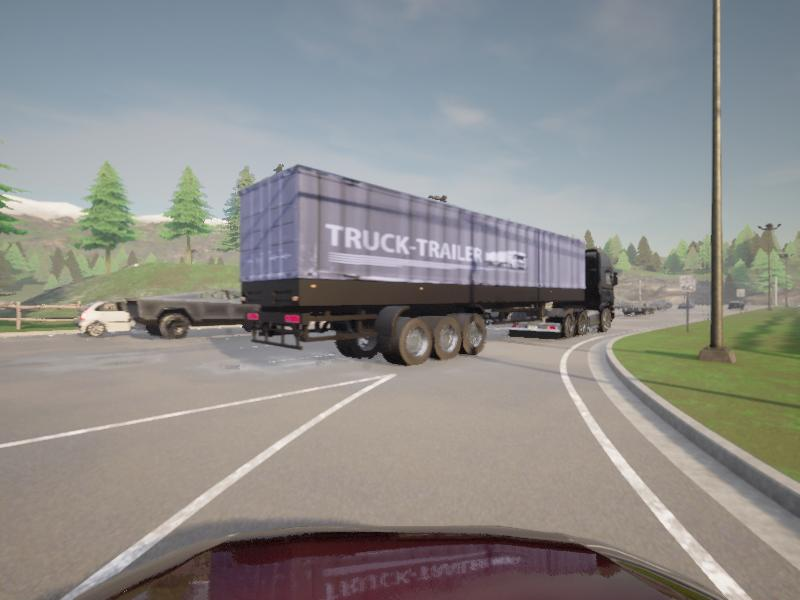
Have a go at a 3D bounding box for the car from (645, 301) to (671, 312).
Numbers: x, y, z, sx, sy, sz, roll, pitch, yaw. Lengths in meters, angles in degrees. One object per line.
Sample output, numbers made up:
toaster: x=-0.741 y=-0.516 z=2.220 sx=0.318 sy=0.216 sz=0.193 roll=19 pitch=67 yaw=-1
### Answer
car: x=37.898 y=0.931 z=58.720 sx=5.357 sy=1.411 sz=2.033 roll=0 pitch=0 yaw=-45

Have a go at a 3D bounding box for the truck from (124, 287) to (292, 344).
truck: x=-8.241 y=0.552 z=17.764 sx=6.274 sy=2.098 sz=2.390 roll=0 pitch=0 yaw=-45

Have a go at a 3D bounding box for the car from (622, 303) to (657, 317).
car: x=23.886 y=0.968 z=39.852 sx=4.718 sy=1.301 sz=1.895 roll=0 pitch=0 yaw=-45

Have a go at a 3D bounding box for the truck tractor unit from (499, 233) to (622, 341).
truck tractor unit: x=7.741 y=-0.511 z=18.846 sx=6.516 sy=4.208 sz=3.053 roll=0 pitch=0 yaw=-45

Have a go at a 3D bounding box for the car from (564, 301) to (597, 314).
car: x=21.263 y=0.851 z=47.118 sx=5.008 sy=1.535 sz=1.882 roll=0 pitch=0 yaw=-45

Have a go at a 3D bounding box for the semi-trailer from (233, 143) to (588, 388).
semi-trailer: x=2.184 y=-0.611 z=13.210 sx=2.717 sy=4.402 sz=14.254 roll=0 pitch=0 yaw=45

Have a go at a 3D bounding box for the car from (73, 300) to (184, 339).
car: x=-12.453 y=0.798 z=18.509 sx=3.988 sy=1.617 sz=1.851 roll=0 pitch=0 yaw=-45
